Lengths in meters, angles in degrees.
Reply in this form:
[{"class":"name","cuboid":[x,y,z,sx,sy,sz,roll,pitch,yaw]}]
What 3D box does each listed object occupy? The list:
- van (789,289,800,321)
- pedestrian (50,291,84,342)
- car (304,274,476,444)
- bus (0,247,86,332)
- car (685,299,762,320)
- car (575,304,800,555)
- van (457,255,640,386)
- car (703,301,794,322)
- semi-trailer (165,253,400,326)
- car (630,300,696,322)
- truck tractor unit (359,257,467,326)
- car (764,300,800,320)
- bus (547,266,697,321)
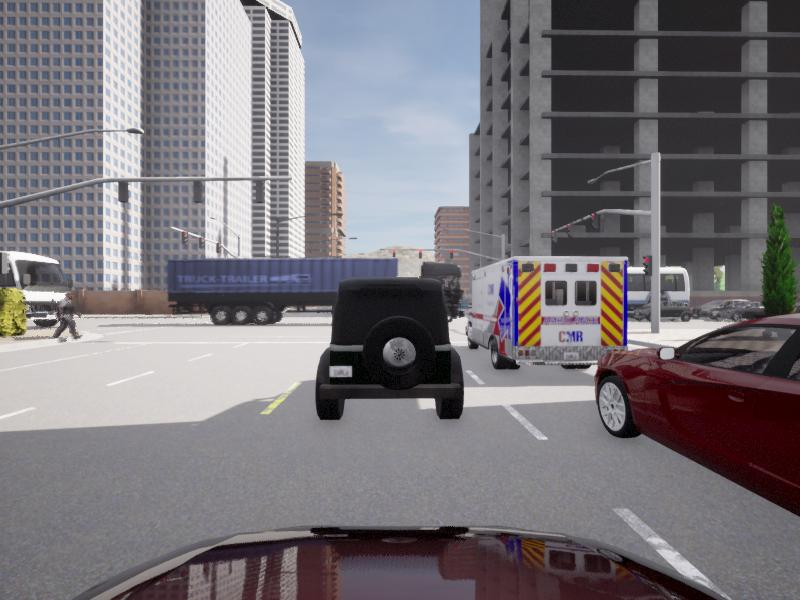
[{"class":"van","cuboid":[33.479,0.378,29.976,6.366,2.431,2.351,0,0,-1]},{"class":"pedestrian","cuboid":[-12.456,0.593,14.969,0.751,1.860,0.751,0,0,-17]},{"class":"car","cuboid":[-0.157,0.646,6.375,1.905,1.878,3.866,0,0,-2]},{"class":"bus","cuboid":[-24.031,-0.534,22.015,10.273,4.253,3.944,0,0,-1]},{"class":"car","cuboid":[26.870,0.756,33.351,4.611,1.667,2.242,0,0,-1]},{"class":"car","cuboid":[3.422,0.823,3.069,1.882,1.535,5.008,0,0,-1]},{"class":"van","cuboid":[3.229,0.378,10.624,2.351,2.431,6.366,0,0,-2]},{"class":"car","cuboid":[25.877,0.836,29.830,4.902,1.511,2.128,0,0,-1]},{"class":"semi-trailer","cuboid":[-7.152,-0.617,25.731,14.254,4.402,2.717,0,0,-1]},{"class":"car","cuboid":[19.451,0.815,29.711,3.705,1.549,1.789,0,0,-1]},{"class":"truck tractor unit","cuboid":[0.761,-0.522,25.858,6.516,4.208,3.053,0,0,-1]},{"class":"car","cuboid":[33.950,0.801,33.484,5.366,1.575,1.801,0,0,-1]},{"class":"bus","cuboid":[18.010,-0.535,33.064,10.273,4.253,3.944,0,0,-1]}]
